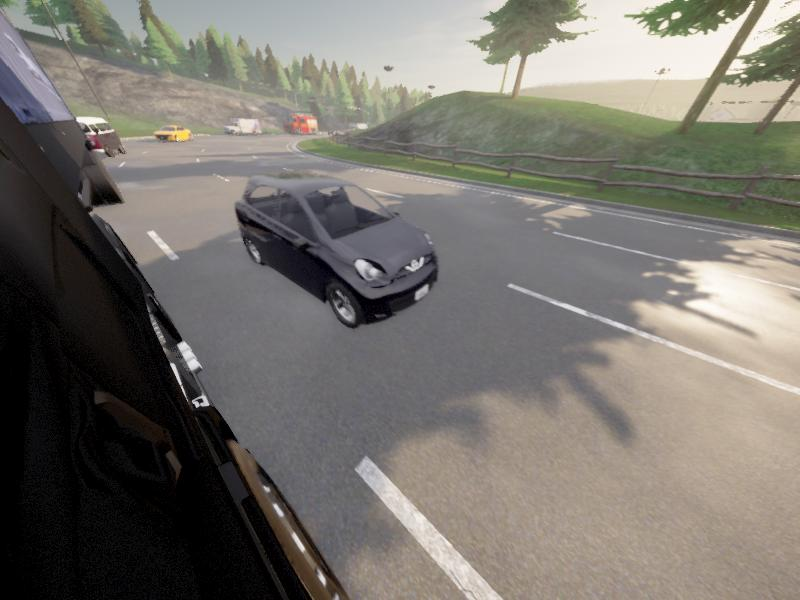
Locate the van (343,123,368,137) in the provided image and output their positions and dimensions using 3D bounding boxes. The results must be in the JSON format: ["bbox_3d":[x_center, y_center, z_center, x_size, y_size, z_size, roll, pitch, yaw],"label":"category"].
[{"bbox_3d":[-10.311,-39.983,54.298,2.351,2.431,6.366,20,41,22],"label":"van"}]

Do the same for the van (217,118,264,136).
[{"bbox_3d":[-28.742,-31.495,42.102,2.351,2.431,6.366,19,40,21],"label":"van"}]

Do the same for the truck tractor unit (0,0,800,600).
[{"bbox_3d":[-2.645,-0.295,0.351,6.516,4.208,3.053,28,44,30],"label":"truck tractor unit"}]

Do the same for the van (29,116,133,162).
[{"bbox_3d":[-19.537,-10.231,14.569,2.069,2.038,4.480,-18,42,-25],"label":"van"}]

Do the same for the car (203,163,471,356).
[{"bbox_3d":[-1.104,-1.084,3.729,3.633,1.501,1.845,28,44,30],"label":"car"}]

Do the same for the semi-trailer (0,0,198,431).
[{"bbox_3d":[-8.488,-3.716,4.455,14.254,4.402,2.717,30,46,32],"label":"semi-trailer"}]

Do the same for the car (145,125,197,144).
[{"bbox_3d":[-25.631,-18.826,26.135,1.882,1.535,5.008,-7,38,-11],"label":"car"}]

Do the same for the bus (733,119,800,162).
[{"bbox_3d":[52.385,-20.059,29.330,10.273,4.253,3.944,27,44,29],"label":"bus"}]

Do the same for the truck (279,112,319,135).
[{"bbox_3d":[-22.399,-39.705,52.175,2.891,3.827,8.468,14,39,16],"label":"truck"}]
